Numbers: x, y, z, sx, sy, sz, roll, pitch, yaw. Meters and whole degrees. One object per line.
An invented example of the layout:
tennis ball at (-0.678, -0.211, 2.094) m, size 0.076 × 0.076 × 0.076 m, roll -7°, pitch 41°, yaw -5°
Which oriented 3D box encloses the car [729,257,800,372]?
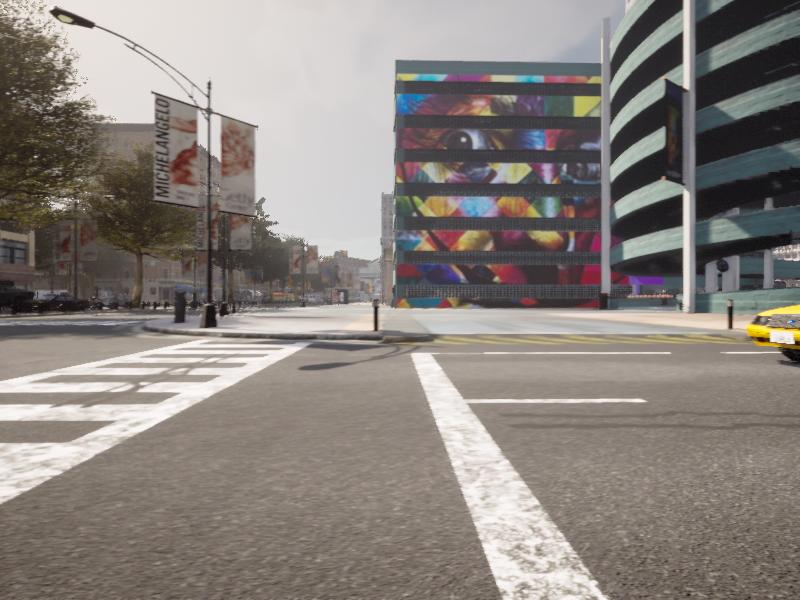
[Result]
car at (8.171, 0.204, 5.809) m, size 5.366 × 1.575 × 1.801 m, roll 0°, pitch 0°, yaw -1°

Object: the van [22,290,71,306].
van at (-55.756, -0.296, 63.114) m, size 5.915 × 2.561 × 1.988 m, roll 0°, pitch 0°, yaw -2°

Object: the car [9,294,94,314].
car at (-27.000, 0.286, 31.300) m, size 2.033 × 1.411 × 5.357 m, roll 0°, pitch 0°, yaw -1°

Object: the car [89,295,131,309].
car at (-30.753, 0.218, 42.548) m, size 1.845 × 1.501 × 3.633 m, roll 0°, pitch 0°, yaw -1°

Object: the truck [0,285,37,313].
truck at (-30.436, -0.067, 29.106) m, size 2.390 × 2.098 × 6.274 m, roll 0°, pitch 0°, yaw -1°

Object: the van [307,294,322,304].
van at (-20.445, -0.232, 95.913) m, size 2.351 × 2.431 × 6.366 m, roll 0°, pitch 0°, yaw -1°
